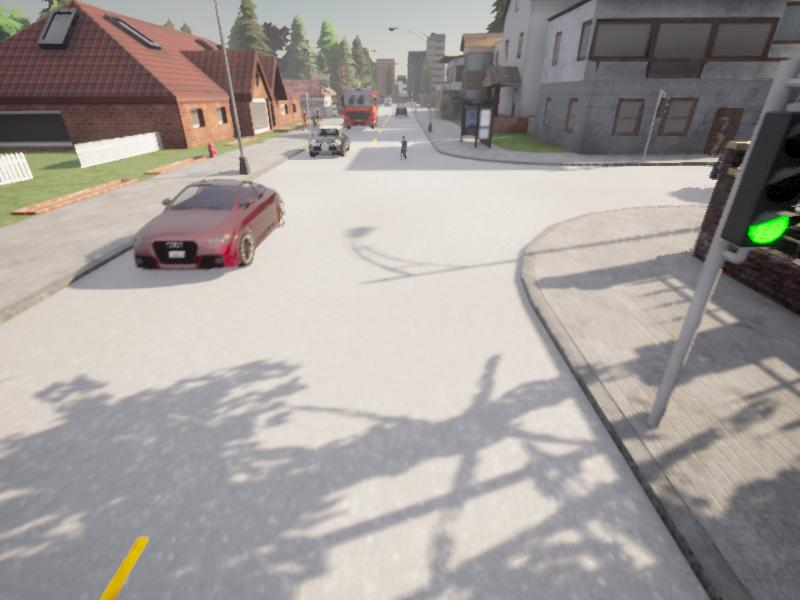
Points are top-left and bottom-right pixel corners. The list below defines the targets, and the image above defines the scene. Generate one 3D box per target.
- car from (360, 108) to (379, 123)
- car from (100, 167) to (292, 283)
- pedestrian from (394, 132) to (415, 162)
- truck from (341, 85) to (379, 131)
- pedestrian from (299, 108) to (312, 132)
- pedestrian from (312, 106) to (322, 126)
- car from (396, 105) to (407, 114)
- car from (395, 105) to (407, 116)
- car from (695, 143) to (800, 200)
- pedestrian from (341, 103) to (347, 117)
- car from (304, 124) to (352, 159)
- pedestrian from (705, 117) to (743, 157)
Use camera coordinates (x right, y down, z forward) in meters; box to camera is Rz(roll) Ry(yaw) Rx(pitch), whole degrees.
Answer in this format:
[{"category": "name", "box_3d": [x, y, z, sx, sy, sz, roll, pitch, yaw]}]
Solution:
[{"category": "car", "box_3d": [-3.832, -23.738, 51.293, 2.128, 1.511, 4.902, 0, 27, 0]}, {"category": "car", "box_3d": [-3.978, -1.878, 8.828, 1.994, 1.385, 4.181, 0, 27, 0]}, {"category": "pedestrian", "box_3d": [0.231, -7.766, 20.307, 0.751, 1.300, 0.751, 18, 32, 31]}, {"category": "truck", "box_3d": [-3.873, -19.796, 41.071, 2.891, 3.827, 8.468, 0, 27, 0]}, {"category": "pedestrian", "box_3d": [-8.372, -15.982, 35.529, 0.751, 1.860, 0.751, 1, 27, 2]}, {"category": "pedestrian", "box_3d": [-8.818, -19.645, 42.673, 0.751, 1.860, 0.751, -10, 29, -18]}, {"category": "car", "box_3d": [0.256, -36.852, 77.297, 2.007, 1.525, 4.514, 0, 27, 0]}, {"category": "car", "box_3d": [0.215, -30.923, 65.251, 1.882, 1.535, 5.008, 0, 27, 0]}, {"category": "car", "box_3d": [13.268, -4.344, 13.388, 4.902, 1.511, 2.128, 0, 27, 0]}, {"category": "pedestrian", "box_3d": [-8.408, -28.772, 60.467, 0.751, 1.860, 0.751, -1, 27, -2]}, {"category": "car", "box_3d": [-3.931, -8.970, 22.536, 1.970, 1.475, 3.806, 0, 27, 0]}, {"category": "pedestrian", "box_3d": [16.692, -8.442, 20.680, 0.751, 1.860, 0.751, 0, 27, 1]}]
